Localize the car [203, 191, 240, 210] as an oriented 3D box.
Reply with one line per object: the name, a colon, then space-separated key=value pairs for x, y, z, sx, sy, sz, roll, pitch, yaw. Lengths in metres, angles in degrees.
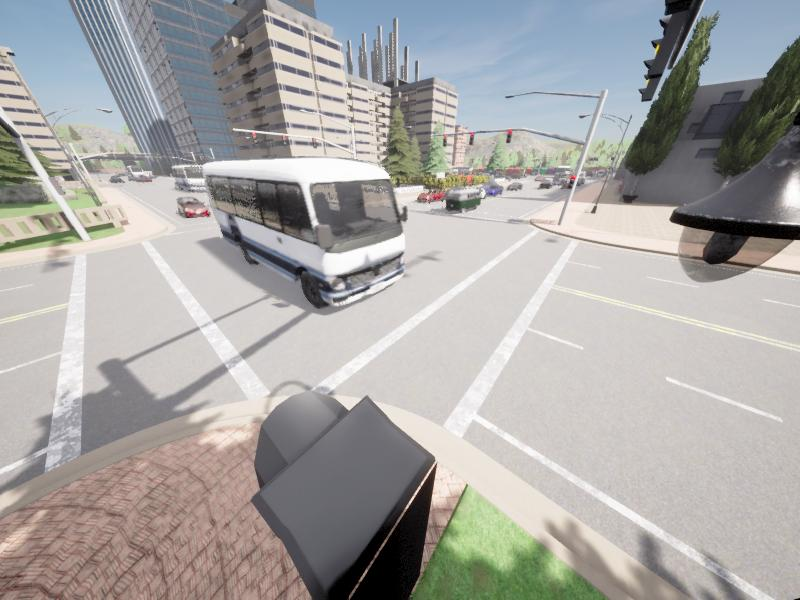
car: x=-20.100 y=-11.219 z=25.995 sx=4.674 sy=1.442 sz=1.812 roll=23 pitch=37 yaw=34

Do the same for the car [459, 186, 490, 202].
car: x=10.255 y=-14.559 z=31.692 sx=2.038 sy=1.542 sz=4.974 roll=23 pitch=37 yaw=34

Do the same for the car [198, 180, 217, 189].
car: x=-40.872 y=-24.541 z=49.037 sx=4.193 sy=1.474 sz=1.816 roll=23 pitch=37 yaw=34

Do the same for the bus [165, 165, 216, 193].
bus: x=-39.051 y=-22.612 z=42.918 sx=10.273 sy=4.253 sz=3.944 roll=23 pitch=37 yaw=34

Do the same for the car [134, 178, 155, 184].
car: x=-70.764 y=-33.035 z=63.918 sx=4.718 sy=1.301 sz=1.895 roll=11 pitch=32 yaw=19

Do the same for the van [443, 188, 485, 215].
van: x=6.541 y=-10.053 z=23.431 sx=4.442 sy=1.987 sz=1.775 roll=-26 pitch=39 yaw=-37

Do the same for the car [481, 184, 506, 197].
car: x=14.747 y=-17.231 z=36.324 sx=2.007 sy=1.525 sz=4.514 roll=23 pitch=37 yaw=34

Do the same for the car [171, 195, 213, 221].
car: x=-19.090 y=-8.540 z=21.189 sx=3.988 sy=1.617 sz=1.851 roll=24 pitch=38 yaw=35

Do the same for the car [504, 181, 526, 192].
car: x=21.670 y=-21.346 z=43.468 sx=2.128 sy=1.511 sz=4.902 roll=23 pitch=37 yaw=34

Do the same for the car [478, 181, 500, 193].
car: x=16.501 y=-21.043 z=42.820 sx=2.033 sy=1.649 sz=4.856 roll=23 pitch=38 yaw=34

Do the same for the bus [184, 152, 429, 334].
bus: x=-4.297 y=-3.344 z=9.543 sx=10.273 sy=4.253 sz=3.944 roll=24 pitch=38 yaw=35

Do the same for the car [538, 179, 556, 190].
car: x=30.347 y=-23.848 z=47.671 sx=1.930 sy=1.638 sz=5.238 roll=23 pitch=37 yaw=34

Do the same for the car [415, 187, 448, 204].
car: x=4.201 y=-13.723 z=30.248 sx=2.007 sy=1.525 sz=4.514 roll=24 pitch=38 yaw=35

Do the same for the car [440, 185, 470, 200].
car: x=8.260 y=-16.092 z=34.347 sx=2.038 sy=1.542 sz=4.974 roll=23 pitch=37 yaw=34
